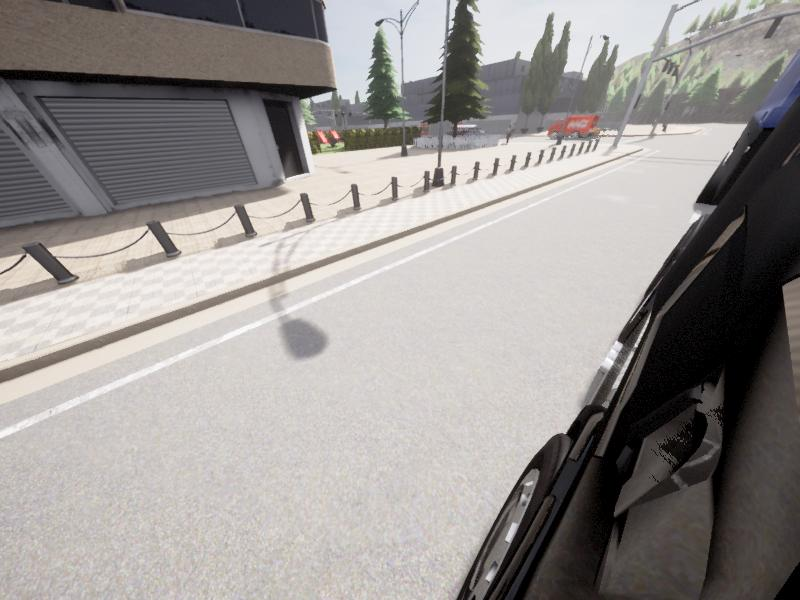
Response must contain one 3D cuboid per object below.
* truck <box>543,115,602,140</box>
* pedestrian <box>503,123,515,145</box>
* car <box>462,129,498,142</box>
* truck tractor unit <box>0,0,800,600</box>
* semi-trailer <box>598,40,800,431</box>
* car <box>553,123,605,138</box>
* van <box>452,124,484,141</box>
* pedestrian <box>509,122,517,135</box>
[{"bbox_3d":[22.907,-23.065,30.953,2.627,2.467,5.204,-28,44,-30],"label":"truck"},{"bbox_3d":[11.638,-17.697,24.688,0.751,1.860,0.751,11,39,17],"label":"pedestrian"},{"bbox_3d":[11.531,-23.890,33.605,1.812,1.442,4.674,-28,44,-30],"label":"car"},{"bbox_3d":[2.645,-0.295,0.351,6.516,4.208,3.053,-28,44,-30],"label":"truck tractor unit"},{"bbox_3d":[8.679,-3.619,4.245,14.254,4.402,2.717,-28,44,-30],"label":"semi-trailer"},{"bbox_3d":[25.460,-24.241,33.092,1.801,1.575,5.366,-28,44,-30],"label":"car"},{"bbox_3d":[11.120,-27.640,38.144,2.069,2.038,4.480,-28,43,-30],"label":"van"},{"bbox_3d":[21.156,-32.007,43.199,0.751,1.860,0.751,-21,40,-23],"label":"pedestrian"}]
